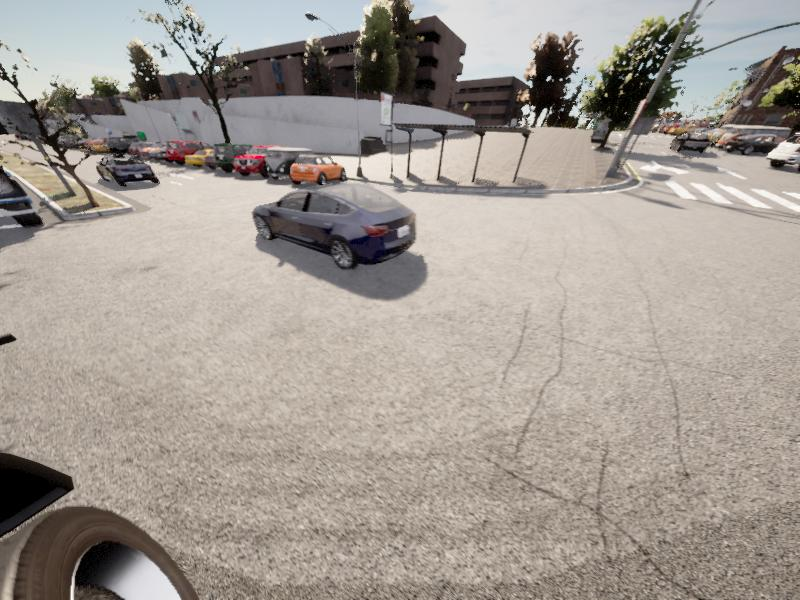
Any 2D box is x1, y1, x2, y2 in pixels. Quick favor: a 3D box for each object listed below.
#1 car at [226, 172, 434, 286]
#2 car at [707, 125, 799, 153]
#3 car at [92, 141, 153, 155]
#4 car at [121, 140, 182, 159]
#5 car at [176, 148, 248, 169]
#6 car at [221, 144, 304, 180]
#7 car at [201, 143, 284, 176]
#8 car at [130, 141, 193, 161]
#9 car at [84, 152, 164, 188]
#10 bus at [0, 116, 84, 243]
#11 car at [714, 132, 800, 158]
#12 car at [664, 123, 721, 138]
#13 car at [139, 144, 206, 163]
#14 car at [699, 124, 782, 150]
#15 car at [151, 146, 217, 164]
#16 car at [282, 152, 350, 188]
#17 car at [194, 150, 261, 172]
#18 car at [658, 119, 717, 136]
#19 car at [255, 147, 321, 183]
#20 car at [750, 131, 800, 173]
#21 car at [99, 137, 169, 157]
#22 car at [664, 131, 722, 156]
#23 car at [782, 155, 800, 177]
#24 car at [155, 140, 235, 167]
[{"bbox_3d":[-1.844,-2.162,5.922,4.792,1.488,2.163,22,40,28],"label":"car"},{"bbox_3d":[34.643,-15.945,22.873,4.442,1.987,1.878,9,41,9],"label":"car"},{"bbox_3d":[-40.882,-22.610,34.298,1.946,1.575,5.366,8,34,9],"label":"car"},{"bbox_3d":[-30.785,-18.781,28.883,2.185,1.767,4.553,8,34,9],"label":"car"},{"bbox_3d":[-18.070,-13.981,22.691,1.946,1.575,5.366,8,34,9],"label":"car"},{"bbox_3d":[-10.502,-11.157,18.486,2.435,2.045,5.566,9,34,9],"label":"car"},{"bbox_3d":[-13.029,-12.164,19.836,2.435,2.045,5.566,9,34,9],"label":"car"},{"bbox_3d":[-28.230,-17.854,27.646,2.185,1.767,4.553,9,34,9],"label":"car"},{"bbox_3d":[-16.384,-7.803,13.732,4.193,1.474,1.816,21,39,26],"label":"car"},{"bbox_3d":[-14.947,-4.660,6.718,10.273,4.253,3.944,21,38,26],"label":"bus"},{"bbox_3d":[33.107,-14.152,21.043,4.892,1.521,2.231,9,40,9],"label":"car"},{"bbox_3d":[46.359,-27.011,36.758,5.366,1.575,1.946,9,40,9],"label":"car"},{"bbox_3d":[-25.705,-16.774,26.407,2.231,1.521,4.892,9,34,9],"label":"car"},{"bbox_3d":[36.285,-17.556,24.843,4.442,1.987,1.878,9,41,9],"label":"car"},{"bbox_3d":[-23.176,-15.802,25.156,2.163,1.488,4.792,8,34,9],"label":"car"},{"bbox_3d":[-5.473,-9.080,15.919,2.185,1.767,4.553,9,34,10],"label":"car"},{"bbox_3d":[-15.580,-12.876,21.267,2.002,1.452,4.674,8,34,9],"label":"car"},{"bbox_3d":[47.766,-28.853,38.610,5.566,2.045,2.435,8,41,9],"label":"car"},{"bbox_3d":[-7.999,-10.108,17.118,1.878,1.987,4.442,9,34,9],"label":"car"},{"bbox_3d":[28.223,-9.520,14.985,5.566,2.045,2.435,9,40,9],"label":"car"},{"bbox_3d":[-35.842,-20.831,31.446,2.435,2.045,5.566,8,34,9],"label":"car"},{"bbox_3d":[27.870,-15.157,22.232,2.128,1.511,4.902,22,44,24],"label":"car"},{"bbox_3d":[26.557,-7.689,13.206,4.674,1.452,2.002,9,40,9],"label":"car"},{"bbox_3d":[-20.630,-15.070,23.713,2.435,2.045,5.566,8,34,9],"label":"car"}]
